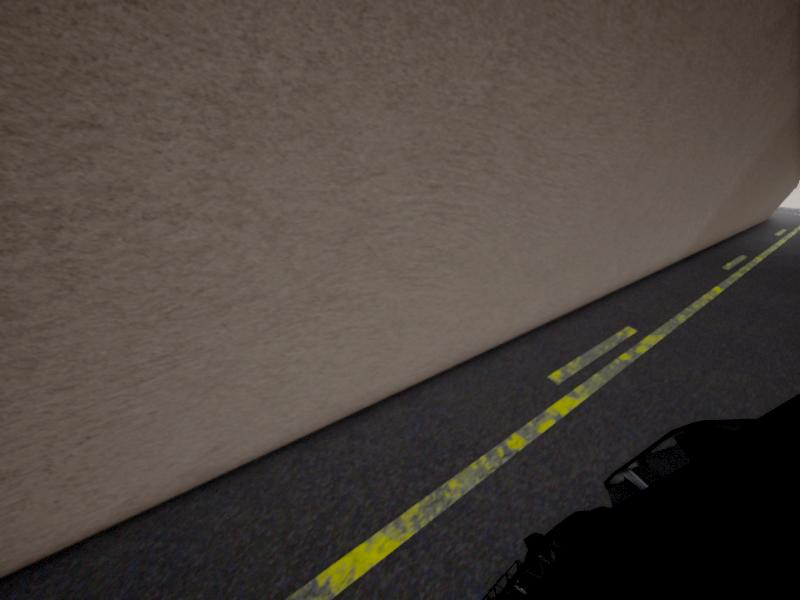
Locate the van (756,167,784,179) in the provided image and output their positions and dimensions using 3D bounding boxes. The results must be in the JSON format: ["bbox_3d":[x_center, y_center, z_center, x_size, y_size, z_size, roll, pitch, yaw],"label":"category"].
[{"bbox_3d":[84.020,-28.834,52.465,4.480,2.038,2.069,-14,37,-24],"label":"van"}]

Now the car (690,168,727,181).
[{"bbox_3d":[48.258,-19.621,36.126,4.902,1.511,2.128,-14,37,-24],"label":"car"}]

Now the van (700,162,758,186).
[{"bbox_3d":[42.783,-16.445,30.060,6.366,2.431,2.351,-14,37,-24],"label":"van"}]

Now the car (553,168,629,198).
[{"bbox_3d":[13.244,-8.220,16.062,4.514,1.525,2.007,-15,38,-26],"label":"car"}]
